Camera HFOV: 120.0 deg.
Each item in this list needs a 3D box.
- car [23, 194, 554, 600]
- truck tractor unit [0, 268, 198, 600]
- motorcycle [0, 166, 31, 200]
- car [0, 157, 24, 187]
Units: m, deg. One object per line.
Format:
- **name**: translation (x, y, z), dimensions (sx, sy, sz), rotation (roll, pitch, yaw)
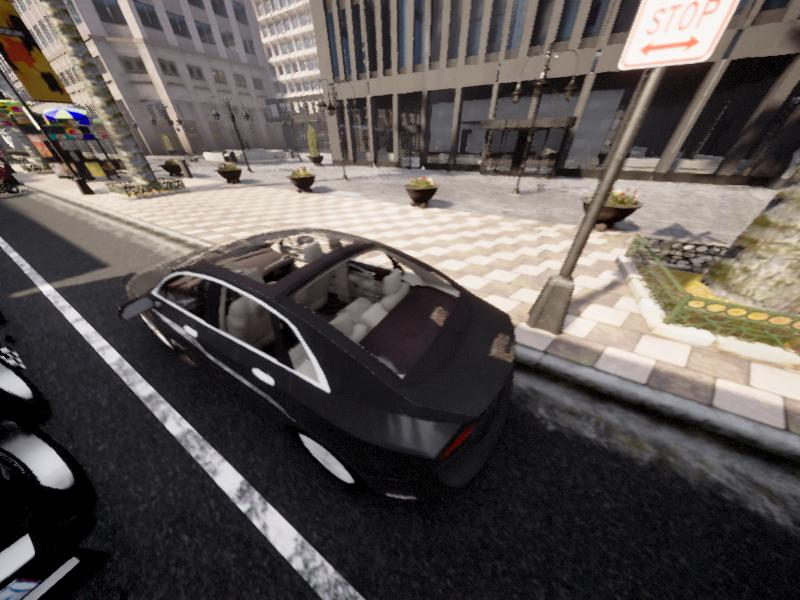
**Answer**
- **car**: translation (-1.315, 0.002, 2.679), dimensions (4.892, 1.521, 2.231), rotation (18, 39, 24)
- **truck tractor unit**: translation (-5.125, -0.284, 0.776), dimensions (6.516, 4.208, 3.053), rotation (18, 39, 24)
- **motorcycle**: translation (-20.537, -5.902, 11.654), dimensions (0.764, 1.277, 2.356), rotation (-19, 39, -24)
- **car**: translation (-26.862, -8.249, 14.601), dimensions (4.553, 1.767, 2.185), rotation (18, 39, 24)
